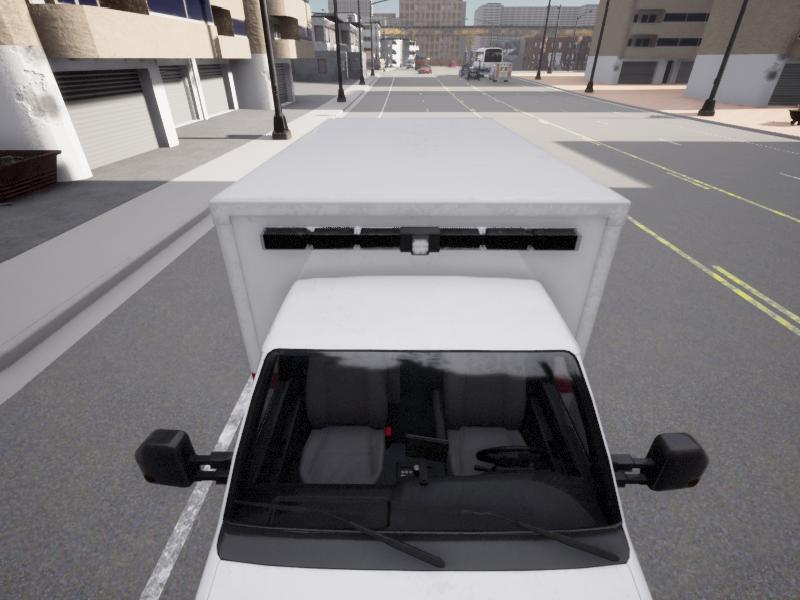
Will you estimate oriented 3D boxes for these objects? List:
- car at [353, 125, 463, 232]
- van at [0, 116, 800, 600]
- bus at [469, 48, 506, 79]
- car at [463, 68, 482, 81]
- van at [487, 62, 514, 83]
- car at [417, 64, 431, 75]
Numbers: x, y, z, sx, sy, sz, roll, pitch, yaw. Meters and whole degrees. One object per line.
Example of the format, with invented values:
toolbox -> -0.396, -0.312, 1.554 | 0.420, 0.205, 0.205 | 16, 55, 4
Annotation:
car -> 0.182, -3.330, 10.226 | 2.128, 1.511, 4.902 | 0, 30, 0
van -> 0.109, 0.010, 3.603 | 2.351, 2.431, 6.366 | 0, 30, 0
bus -> 14.673, -40.329, 67.956 | 3.944, 4.253, 10.273 | 0, 32, 0
car -> 11.225, -35.004, 62.117 | 2.128, 1.511, 4.902 | 0, 32, 0
van -> 14.698, -33.727, 59.163 | 2.351, 2.431, 6.366 | 0, 32, 0
car -> 4.720, -44.931, 78.017 | 2.242, 1.667, 4.611 | 5, 32, 9
